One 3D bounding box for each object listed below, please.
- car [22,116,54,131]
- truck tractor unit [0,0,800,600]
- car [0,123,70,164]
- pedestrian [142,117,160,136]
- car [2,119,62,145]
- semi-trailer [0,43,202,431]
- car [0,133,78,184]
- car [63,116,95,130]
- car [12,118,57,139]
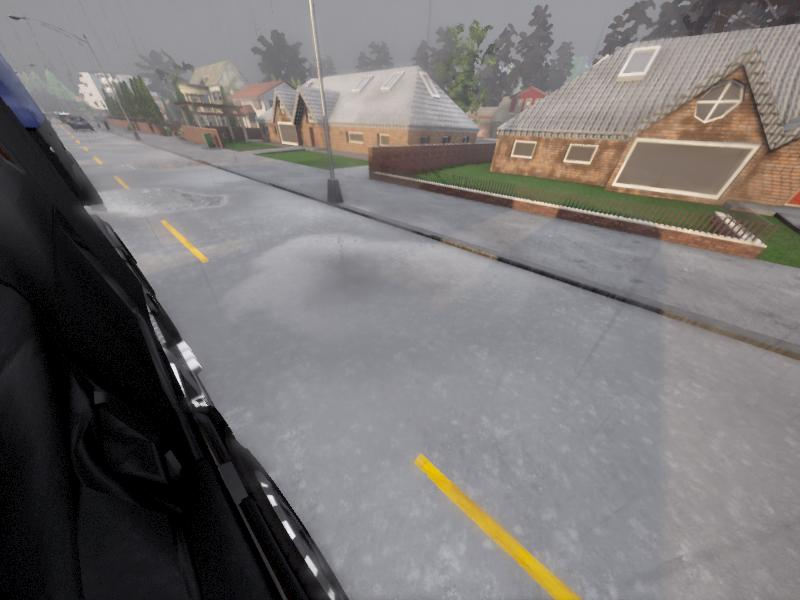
[{"bbox_3d":[-51.523,-25.241,32.937,5.008,1.535,1.882,28,44,30],"label":"car"},{"bbox_3d":[-2.645,-0.295,0.351,6.516,4.208,3.053,28,44,30],"label":"truck tractor unit"},{"bbox_3d":[-20.584,-8.753,12.798,4.514,1.525,2.007,28,44,30],"label":"car"},{"bbox_3d":[-31.746,-22.092,29.462,0.751,1.860,0.751,28,44,30],"label":"pedestrian"},{"bbox_3d":[-30.563,-14.069,19.296,4.514,1.525,2.007,28,44,30],"label":"car"},{"bbox_3d":[-8.696,-3.605,4.232,14.254,4.402,2.717,28,44,30],"label":"semi-trailer"},{"bbox_3d":[-15.668,-6.056,9.654,4.181,1.385,1.994,28,44,30],"label":"car"},{"bbox_3d":[-51.501,-28.409,37.066,4.611,1.667,2.242,28,44,30],"label":"car"},{"bbox_3d":[-36.193,-17.048,22.977,4.193,1.474,1.816,28,44,30],"label":"car"}]
